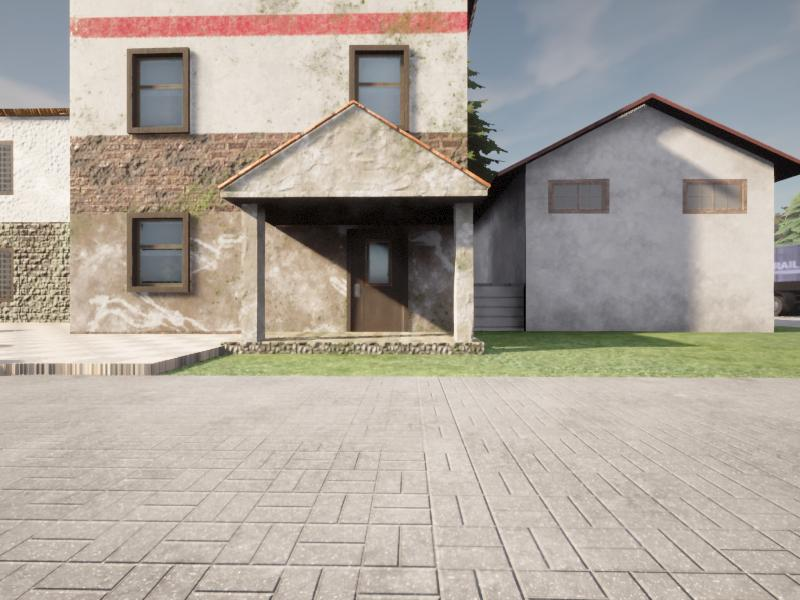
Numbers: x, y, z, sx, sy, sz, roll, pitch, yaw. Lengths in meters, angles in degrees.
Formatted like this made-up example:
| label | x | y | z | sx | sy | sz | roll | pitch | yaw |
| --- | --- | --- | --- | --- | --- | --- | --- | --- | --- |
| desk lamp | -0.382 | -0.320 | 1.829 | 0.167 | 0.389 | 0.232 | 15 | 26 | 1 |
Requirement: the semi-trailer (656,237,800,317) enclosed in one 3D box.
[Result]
| label | x | y | z | sx | sy | sz | roll | pitch | yaw |
| --- | --- | --- | --- | --- | --- | --- | --- | --- | --- |
| semi-trailer | 23.356 | -1.224 | 27.437 | 2.717 | 4.402 | 14.254 | 0 | 0 | 1 |
